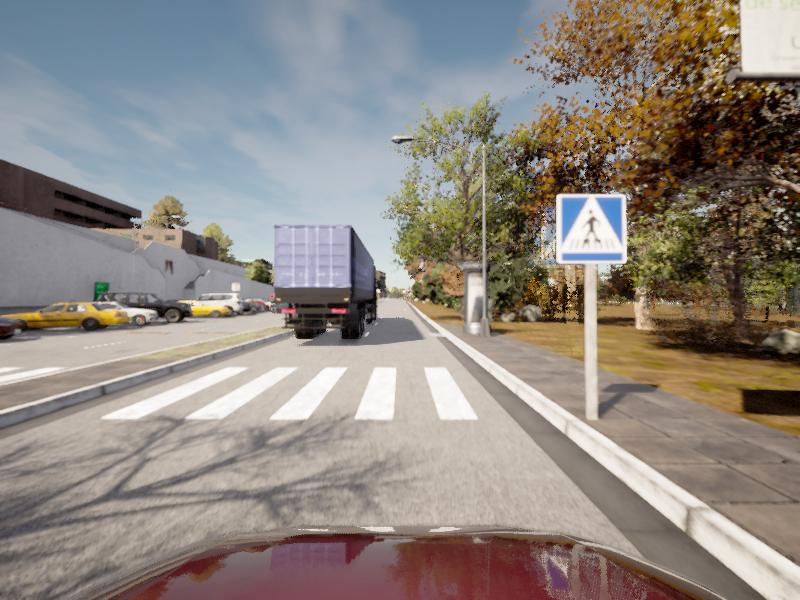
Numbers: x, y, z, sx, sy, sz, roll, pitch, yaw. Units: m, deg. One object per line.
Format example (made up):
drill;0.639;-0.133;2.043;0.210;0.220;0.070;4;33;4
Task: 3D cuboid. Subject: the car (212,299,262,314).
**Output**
car;-16.831;0.667;41.464;4.674;1.452;2.002;-1;0;-20

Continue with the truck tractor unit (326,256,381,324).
truck tractor unit;-3.023;-0.617;28.091;3.053;4.208;6.516;-1;0;0

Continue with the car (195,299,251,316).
car;-16.855;0.692;38.439;4.792;1.488;2.163;-1;1;-20

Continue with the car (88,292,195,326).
car;-16.814;0.522;26.457;5.566;2.045;2.435;-1;0;-20

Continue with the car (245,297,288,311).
car;-16.816;0.481;50.462;5.008;1.535;2.097;-1;1;-20

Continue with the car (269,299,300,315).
car;-11.758;0.643;41.085;1.837;1.490;4.892;0;1;0

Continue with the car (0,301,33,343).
car;-16.818;0.838;14.442;4.792;1.488;2.163;-1;0;-20

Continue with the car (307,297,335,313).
car;-8.754;0.497;44.941;2.242;1.667;4.611;0;1;0

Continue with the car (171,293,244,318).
car;-16.860;0.447;35.437;5.566;2.045;2.435;-1;1;-20

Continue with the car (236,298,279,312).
car;-16.827;0.572;47.463;4.674;1.452;2.002;-1;1;-20

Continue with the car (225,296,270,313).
car;-16.859;0.454;44.450;4.553;1.767;2.185;-1;1;-20

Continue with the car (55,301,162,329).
car;-16.843;0.825;23.439;4.674;1.452;2.002;-1;0;-20

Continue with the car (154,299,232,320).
car;-16.661;0.721;32.512;5.366;1.575;1.946;-1;0;-20

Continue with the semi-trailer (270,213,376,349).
semi-trailer;-2.939;-0.669;20.163;2.717;4.402;14.254;0;0;-1

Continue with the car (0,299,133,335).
car;-17.012;0.795;20.365;5.366;1.575;1.946;-1;0;-20
